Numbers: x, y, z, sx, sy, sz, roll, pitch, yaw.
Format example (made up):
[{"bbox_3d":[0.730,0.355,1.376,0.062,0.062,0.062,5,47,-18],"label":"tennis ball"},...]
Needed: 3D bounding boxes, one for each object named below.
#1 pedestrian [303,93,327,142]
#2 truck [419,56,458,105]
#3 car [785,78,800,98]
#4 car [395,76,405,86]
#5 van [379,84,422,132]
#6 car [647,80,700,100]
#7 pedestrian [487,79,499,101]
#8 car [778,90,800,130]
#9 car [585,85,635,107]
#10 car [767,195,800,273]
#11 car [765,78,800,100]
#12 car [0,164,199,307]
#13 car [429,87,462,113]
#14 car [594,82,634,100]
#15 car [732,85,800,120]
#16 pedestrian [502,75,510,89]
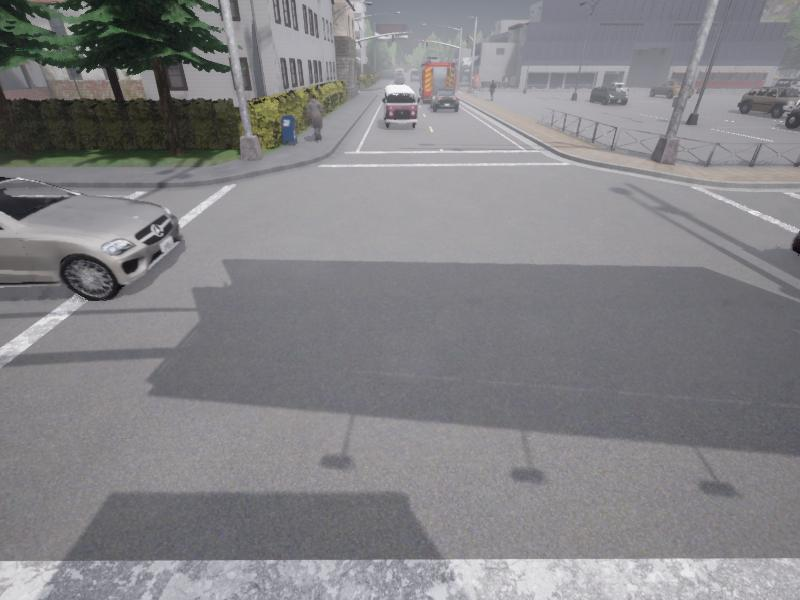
[{"bbox_3d":[-3.652,-7.877,17.313,0.751,1.860,0.751,-2,30,-3],"label":"pedestrian"},{"bbox_3d":[3.504,-21.376,38.835,2.891,3.827,8.468,0,30,0],"label":"truck"},{"bbox_3d":[44.680,-22.694,42.983,1.932,1.855,4.605,0,30,0],"label":"car"},{"bbox_3d":[0.004,-40.263,73.483,1.837,1.490,4.892,0,30,0],"label":"car"},{"bbox_3d":[-0.056,-11.214,23.186,2.069,2.038,4.480,-2,31,-4],"label":"van"},{"bbox_3d":[28.981,-22.417,42.621,2.152,1.636,5.027,0,30,0],"label":"car"},{"bbox_3d":[8.926,-20.131,38.396,0.751,1.860,0.751,1,30,2],"label":"pedestrian"},{"bbox_3d":[22.620,-9.743,20.761,1.905,1.878,3.866,0,30,0],"label":"car"},{"bbox_3d":[18.920,-18.562,36.305,2.007,1.523,4.514,0,30,0],"label":"car"},{"bbox_3d":[9.193,-0.903,6.531,4.181,1.385,1.994,1,31,-1],"label":"car"},{"bbox_3d":[41.776,-22.500,42.610,1.905,1.878,3.866,0,30,0],"label":"car"},{"bbox_3d":[-6.554,-1.143,6.713,5.027,1.651,2.152,-2,31,-2],"label":"car"},{"bbox_3d":[3.496,-15.890,31.713,2.038,1.542,4.974,0,30,0],"label":"car"},{"bbox_3d":[22.565,-22.178,42.367,1.970,1.475,3.806,0,30,0],"label":"car"},{"bbox_3d":[25.887,-13.697,27.574,1.932,1.855,4.605,0,30,0],"label":"car"},{"bbox_3d":[16.430,-33.822,62.097,0.751,1.860,0.751,1,30,2],"label":"pedestrian"}]
